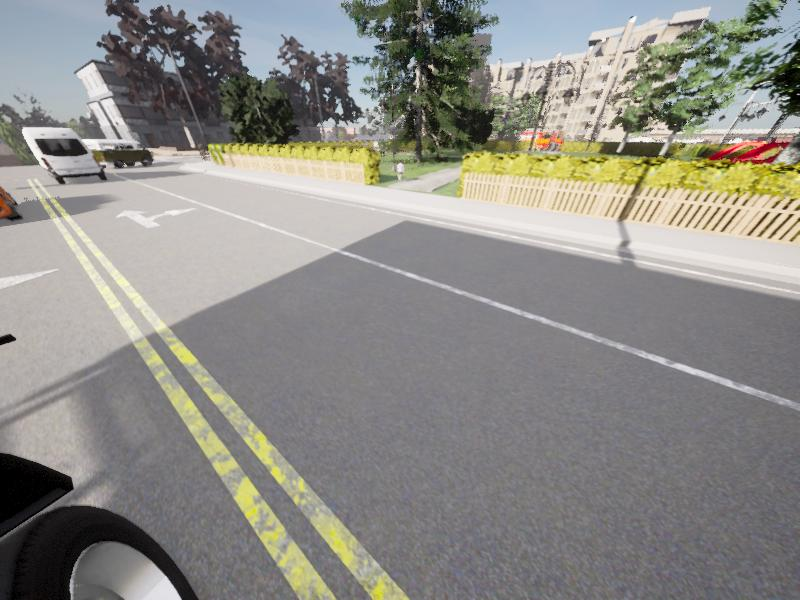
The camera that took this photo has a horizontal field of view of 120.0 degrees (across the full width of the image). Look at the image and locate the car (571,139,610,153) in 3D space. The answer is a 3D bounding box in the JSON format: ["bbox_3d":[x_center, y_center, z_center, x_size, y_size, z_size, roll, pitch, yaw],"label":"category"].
[{"bbox_3d":[38.096,-30.888,46.262,5.566,2.045,2.150,23,41,29],"label":"car"}]

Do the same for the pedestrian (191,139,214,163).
[{"bbox_3d":[-18.792,-14.181,21.975,0.751,1.860,0.751,10,36,13],"label":"pedestrian"}]

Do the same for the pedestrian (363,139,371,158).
[{"bbox_3d":[-4.052,-18.631,28.409,0.751,1.860,0.751,2,35,2],"label":"pedestrian"}]

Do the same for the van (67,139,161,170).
[{"bbox_3d":[-24.128,-12.578,19.901,2.069,2.038,4.480,0,34,1],"label":"van"}]

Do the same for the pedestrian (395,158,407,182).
[{"bbox_3d":[0.049,-6.990,12.419,0.500,1.100,0.500,-12,37,-16],"label":"pedestrian"}]

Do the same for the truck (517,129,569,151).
[{"bbox_3d":[30.883,-34.734,50.122,8.468,3.827,2.891,24,41,29],"label":"truck"}]

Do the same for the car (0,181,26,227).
[{"bbox_3d":[-14.054,-3.365,7.022,4.553,1.767,2.097,22,41,28],"label":"car"}]

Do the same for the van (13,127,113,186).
[{"bbox_3d":[-20.240,-8.678,13.864,5.915,2.561,1.988,22,41,28],"label":"van"}]

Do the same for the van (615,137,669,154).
[{"bbox_3d":[44.189,-28.453,42.523,6.366,2.431,2.351,23,41,29],"label":"van"}]
